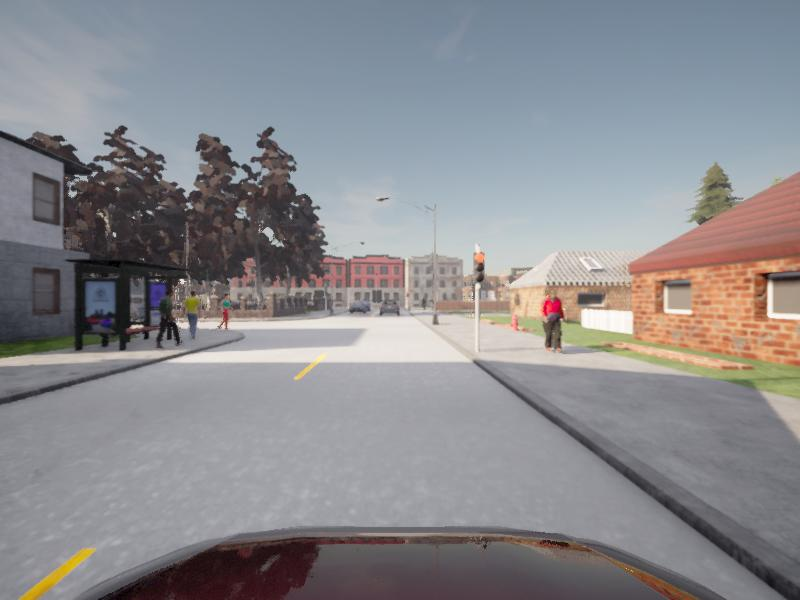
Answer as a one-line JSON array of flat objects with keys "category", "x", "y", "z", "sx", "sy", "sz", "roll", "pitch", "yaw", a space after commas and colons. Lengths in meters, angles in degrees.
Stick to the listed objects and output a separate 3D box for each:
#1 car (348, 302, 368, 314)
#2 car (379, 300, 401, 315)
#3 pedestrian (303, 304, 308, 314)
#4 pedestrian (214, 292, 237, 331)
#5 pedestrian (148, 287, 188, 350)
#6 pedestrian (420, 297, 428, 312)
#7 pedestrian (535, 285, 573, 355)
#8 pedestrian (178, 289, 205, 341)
[{"category": "car", "x": -5.035, "y": 0.933, "z": 48.129, "sx": 2.033, "sy": 1.411, "sz": 5.357, "roll": 0, "pitch": 0, "yaw": -2}, {"category": "car", "x": -1.066, "y": 0.790, "z": 44.627, "sx": 2.242, "sy": 1.667, "sz": 4.611, "roll": 0, "pitch": 0, "yaw": 1}, {"category": "pedestrian", "x": -9.887, "y": 0.948, "z": 41.891, "sx": 0.500, "sy": 1.100, "sz": 0.500, "roll": 0, "pitch": 0, "yaw": -15}, {"category": "pedestrian", "x": -8.505, "y": 0.541, "z": 19.530, "sx": 0.751, "sy": 1.860, "sz": 0.751, "roll": 0, "pitch": 0, "yaw": 11}, {"category": "pedestrian", "x": -7.074, "y": 0.535, "z": 12.237, "sx": 0.751, "sy": 1.860, "sz": 0.751, "roll": 0, "pitch": 0, "yaw": 20}, {"category": "pedestrian", "x": 2.935, "y": 0.571, "z": 49.008, "sx": 0.751, "sy": 1.860, "sz": 0.751, "roll": 0, "pitch": 0, "yaw": 28}, {"category": "pedestrian", "x": 4.242, "y": 0.542, "z": 11.047, "sx": 0.751, "sy": 1.860, "sz": 0.751, "roll": 0, "pitch": 0, "yaw": 1}, {"category": "pedestrian", "x": -7.659, "y": 0.537, "z": 14.735, "sx": 0.751, "sy": 1.860, "sz": 0.751, "roll": 0, "pitch": 0, "yaw": -16}]
